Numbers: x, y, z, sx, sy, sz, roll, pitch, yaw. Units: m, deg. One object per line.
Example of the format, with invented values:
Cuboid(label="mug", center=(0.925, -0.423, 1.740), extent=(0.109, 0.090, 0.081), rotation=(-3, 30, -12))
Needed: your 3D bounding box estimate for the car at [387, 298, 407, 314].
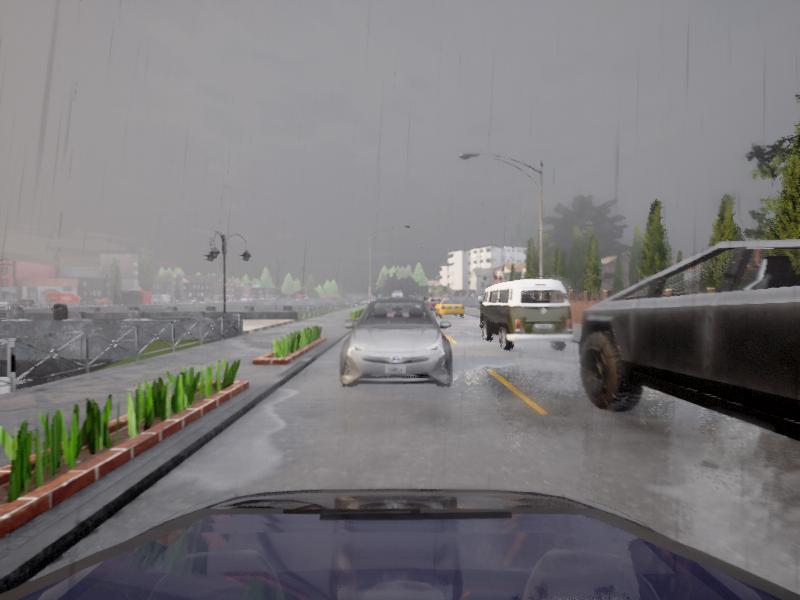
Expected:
Cuboid(label="car", center=(-0.249, 0.520, 38.430), extent=(1.845, 1.501, 3.633), rotation=(0, 0, 0))

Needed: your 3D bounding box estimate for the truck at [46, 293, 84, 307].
Cuboid(label="truck", center=(-62.146, 0.032, 74.285), extent=(2.627, 2.467, 5.204), rotation=(0, 0, 0))

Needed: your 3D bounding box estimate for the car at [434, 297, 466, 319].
Cuboid(label="car", center=(3.743, 0.537, 30.629), extent=(1.801, 1.575, 5.366), rotation=(0, 0, 0))

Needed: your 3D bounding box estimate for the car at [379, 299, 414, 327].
Cuboid(label="car", center=(-0.226, 0.664, 23.090), extent=(1.816, 1.474, 4.193), rotation=(0, 0, -1))

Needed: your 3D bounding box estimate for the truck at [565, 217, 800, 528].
Cuboid(label="truck", center=(3.888, 0.482, 3.398), extent=(2.390, 2.098, 6.274), rotation=(0, 0, 0))

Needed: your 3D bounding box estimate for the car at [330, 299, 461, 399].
Cuboid(label="car", center=(-0.044, 0.748, 8.409), extent=(2.007, 1.525, 4.514), rotation=(0, 0, 1))

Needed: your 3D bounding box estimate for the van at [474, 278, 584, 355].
Cuboid(label="van", center=(3.837, 0.439, 12.840), extent=(2.069, 2.038, 4.480), rotation=(0, 0, 0))

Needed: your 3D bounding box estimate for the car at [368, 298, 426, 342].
Cuboid(label="car", center=(-0.093, 0.690, 16.111), extent=(2.007, 1.525, 4.514), rotation=(0, 0, 0))

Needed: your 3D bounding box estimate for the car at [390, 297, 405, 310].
Cuboid(label="car", center=(-0.316, 0.419, 51.420), extent=(1.882, 1.535, 5.008), rotation=(0, 0, 0))
